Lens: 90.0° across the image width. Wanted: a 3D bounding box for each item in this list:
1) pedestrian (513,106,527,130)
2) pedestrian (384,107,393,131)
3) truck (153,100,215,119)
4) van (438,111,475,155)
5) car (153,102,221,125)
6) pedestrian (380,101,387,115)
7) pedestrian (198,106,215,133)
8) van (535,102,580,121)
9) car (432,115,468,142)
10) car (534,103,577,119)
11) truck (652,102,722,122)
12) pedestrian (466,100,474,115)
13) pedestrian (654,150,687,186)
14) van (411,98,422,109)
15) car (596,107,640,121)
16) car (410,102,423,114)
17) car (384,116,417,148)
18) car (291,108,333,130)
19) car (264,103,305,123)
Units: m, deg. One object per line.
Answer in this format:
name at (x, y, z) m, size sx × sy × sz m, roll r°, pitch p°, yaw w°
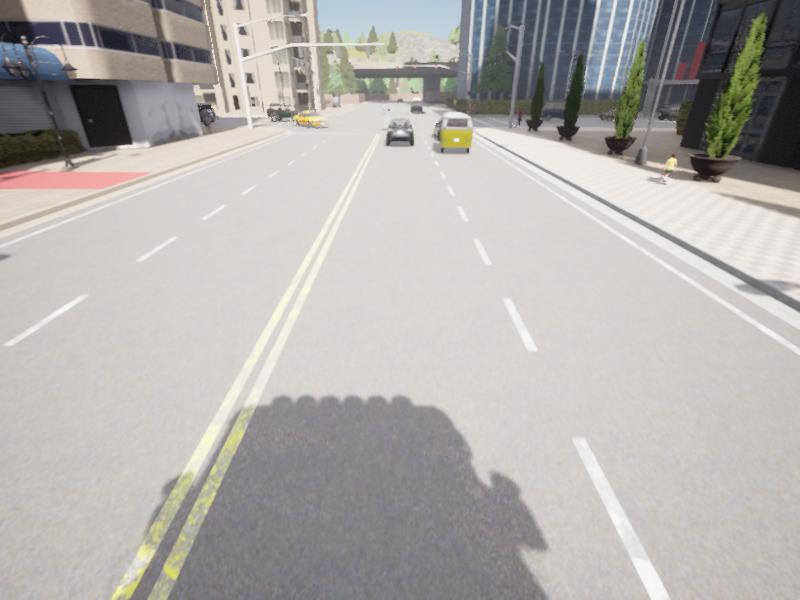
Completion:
pedestrian at (10.432, -15.873, 34.811) m, size 0.751 × 1.860 × 0.751 m, roll 0°, pitch 27°, yaw 0°
pedestrian at (-1.017, -15.776, 34.897) m, size 0.751 × 1.860 × 0.751 m, roll -2°, pitch 27°, yaw -4°
truck at (-27.478, -24.366, 51.116) m, size 6.274 × 2.098 × 2.390 m, roll 0°, pitch 27°, yaw -1°
van at (3.195, -9.856, 23.418) m, size 1.775 × 1.987 × 4.442 m, roll 2°, pitch 27°, yaw 3°
car at (-22.178, -19.554, 41.923) m, size 5.566 × 2.045 × 2.150 m, roll -1°, pitch 27°, yaw -1°
pedestrian at (-2.411, -28.573, 59.564) m, size 0.751 × 1.860 × 0.751 m, roll 14°, pitch 31°, yaw 26°
pedestrian at (-15.111, -14.097, 31.249) m, size 0.751 × 1.860 × 0.751 m, roll -17°, pitch 32°, yaw -30°
van at (19.012, -22.842, 48.541) m, size 4.442 × 1.987 × 1.775 m, roll 0°, pitch 27°, yaw -1°
car at (3.521, -12.505, 29.027) m, size 2.007 × 1.525 × 4.514 m, roll 0°, pitch 27°, yaw 0°
car at (19.999, -24.409, 51.683) m, size 4.605 × 1.855 × 1.932 m, roll 0°, pitch 27°, yaw -1°
truck at (34.825, -22.931, 48.671) m, size 6.274 × 2.098 × 2.390 m, roll 0°, pitch 27°, yaw -1°
pedestrian at (10.123, -27.914, 58.027) m, size 0.751 × 1.860 × 0.751 m, roll 12°, pitch 30°, yaw 21°
pedestrian at (9.350, -4.572, 13.840) m, size 0.500 × 1.100 × 0.500 m, roll 0°, pitch 27°, yaw -1°
van at (3.561, -42.555, 86.419) m, size 2.069 × 2.038 × 4.480 m, roll 0°, pitch 27°, yaw 0°
car at (26.496, -22.632, 48.728) m, size 4.193 × 1.474 × 1.816 m, roll 0°, pitch 27°, yaw -1°
car at (2.680, -31.227, 64.999) m, size 1.930 × 1.638 × 5.238 m, roll 0°, pitch 27°, yaw 0°
car at (0.018, -11.143, 26.383) m, size 2.007 × 1.525 × 4.514 m, roll 0°, pitch 27°, yaw 0°
car at (-8.420, -17.249, 38.055) m, size 1.801 × 1.575 × 5.366 m, roll -17°, pitch 32°, yaw -29°
car at (-12.979, -21.116, 45.151) m, size 3.866 × 1.878 × 1.905 m, roll 0°, pitch 27°, yaw 0°
